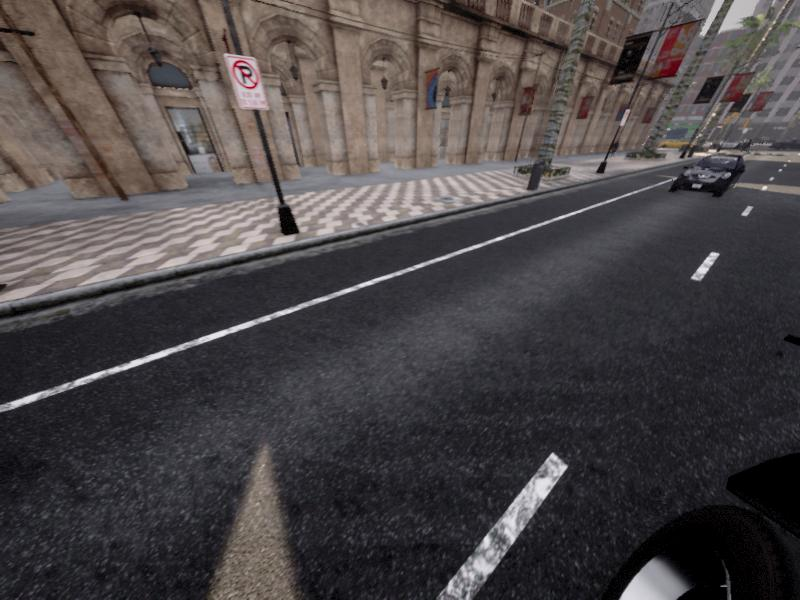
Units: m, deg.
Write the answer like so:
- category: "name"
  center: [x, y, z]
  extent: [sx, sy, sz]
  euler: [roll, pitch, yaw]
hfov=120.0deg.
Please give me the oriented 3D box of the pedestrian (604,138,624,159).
- category: "pedestrian"
  center: [22.450, -15.881, 24.242]
  extent: [0.751, 1.860, 0.751]
  euler: [-22, 41, -28]

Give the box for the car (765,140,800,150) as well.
- category: "car"
  center: [68.115, -26.688, 39.795]
  extent: [5.357, 1.411, 2.033]
  euler: [11, 37, 16]

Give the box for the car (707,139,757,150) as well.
- category: "car"
  center: [61.169, -28.766, 42.688]
  extent: [2.038, 1.542, 4.974]
  euler: [-26, 43, -31]

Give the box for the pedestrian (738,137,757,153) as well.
- category: "pedestrian"
  center: [50.790, -22.624, 33.768]
  extent: [0.751, 1.860, 0.751]
  euler: [-23, 41, -29]

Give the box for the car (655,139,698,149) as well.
- category: "car"
  center: [56.627, -32.151, 47.482]
  extent: [1.801, 1.575, 5.366]
  euler: [-22, 41, -28]

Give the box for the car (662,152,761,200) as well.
- category: "car"
  center: [14.361, -5.821, 10.673]
  extent: [3.633, 1.501, 1.845]
  euler: [-22, 41, -28]
